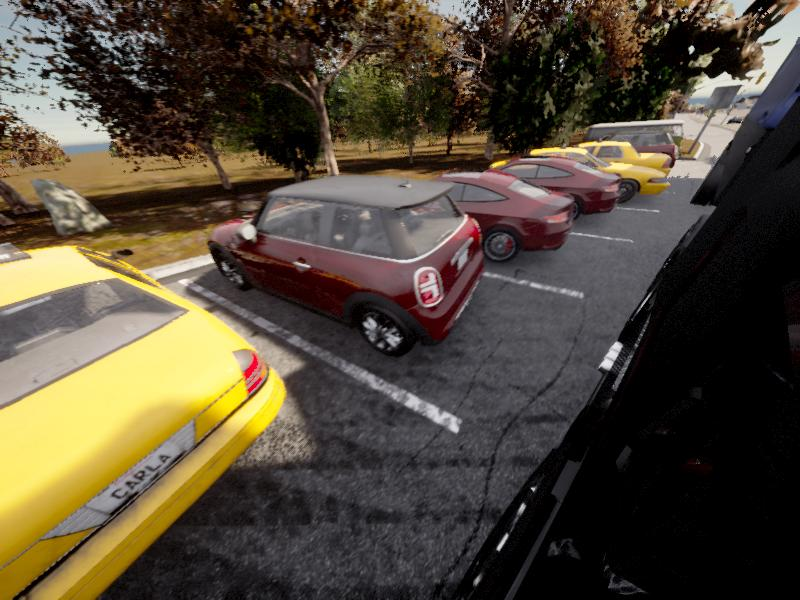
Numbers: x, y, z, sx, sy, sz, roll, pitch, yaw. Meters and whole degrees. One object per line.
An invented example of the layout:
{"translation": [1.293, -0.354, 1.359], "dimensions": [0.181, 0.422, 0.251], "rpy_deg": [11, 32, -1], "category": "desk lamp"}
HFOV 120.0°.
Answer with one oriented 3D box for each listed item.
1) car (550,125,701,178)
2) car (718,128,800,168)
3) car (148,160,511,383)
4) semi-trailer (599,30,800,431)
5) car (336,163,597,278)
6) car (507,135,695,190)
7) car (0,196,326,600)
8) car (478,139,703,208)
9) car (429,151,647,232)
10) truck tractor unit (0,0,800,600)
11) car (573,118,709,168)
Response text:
{"translation": [10.137, -7.126, 11.091], "dimensions": [4.553, 1.767, 2.185], "rpy_deg": [16, 41, 24], "category": "car"}
{"translation": [18.784, -8.067, 12.141], "dimensions": [4.181, 1.385, 1.994], "rpy_deg": [-30, 45, -32], "category": "car"}
{"translation": [-1.101, -1.026, 3.621], "dimensions": [4.553, 1.767, 2.185], "rpy_deg": [17, 41, 26], "category": "car"}
{"translation": [8.635, -3.641, 4.297], "dimensions": [14.254, 4.402, 2.717], "rpy_deg": [-29, 44, -30], "category": "semi-trailer"}
{"translation": [1.153, -2.105, 5.203], "dimensions": [4.674, 1.452, 2.002], "rpy_deg": [17, 41, 26], "category": "car"}
{"translation": [7.728, -5.848, 9.740], "dimensions": [5.366, 1.575, 1.946], "rpy_deg": [16, 41, 25], "category": "car"}
{"translation": [-3.562, 0.212, 2.327], "dimensions": [5.366, 1.575, 1.946], "rpy_deg": [18, 41, 26], "category": "car"}
{"translation": [5.817, -4.529, 8.084], "dimensions": [5.366, 1.575, 1.946], "rpy_deg": [16, 40, 25], "category": "car"}
{"translation": [3.410, -3.318, 6.688], "dimensions": [4.674, 1.452, 2.002], "rpy_deg": [17, 41, 25], "category": "car"}
{"translation": [2.645, -0.295, 0.352], "dimensions": [6.516, 4.208, 3.053], "rpy_deg": [-28, 44, -30], "category": "truck tractor unit"}
{"translation": [12.419, -8.431, 12.527], "dimensions": [4.442, 1.987, 1.878], "rpy_deg": [16, 40, 24], "category": "car"}
